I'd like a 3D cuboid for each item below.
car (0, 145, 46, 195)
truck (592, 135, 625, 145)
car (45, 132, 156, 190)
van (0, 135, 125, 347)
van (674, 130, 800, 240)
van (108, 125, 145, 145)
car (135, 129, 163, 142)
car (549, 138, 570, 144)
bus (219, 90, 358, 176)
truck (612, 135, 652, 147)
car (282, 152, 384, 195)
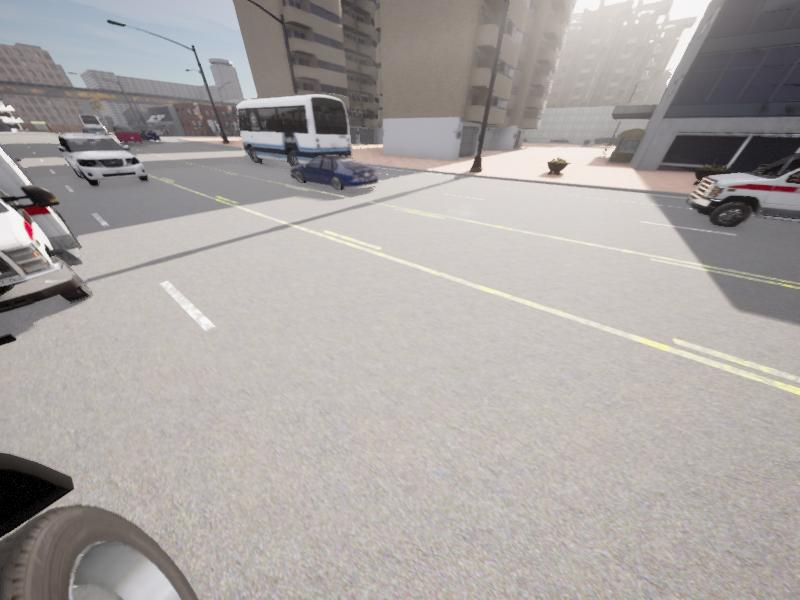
[{"bbox_3d":[-18.468,-5.905,10.343,4.902,1.511,2.128,24,42,28],"label":"car"},{"bbox_3d":[56.721,-43.544,62.921,6.274,2.098,2.390,25,42,29],"label":"truck"},{"bbox_3d":[-15.712,-7.435,12.107,5.566,2.045,2.150,24,42,27],"label":"car"},{"bbox_3d":[-7.729,-1.505,3.803,6.366,2.431,2.351,24,41,28],"label":"van"},{"bbox_3d":[12.507,-2.851,5.935,6.366,2.431,2.351,23,41,29],"label":"van"},{"bbox_3d":[-37.149,-22.456,31.386,4.442,1.987,1.775,25,42,28],"label":"van"},{"bbox_3d":[-39.546,-25.924,36.405,3.633,1.501,1.845,24,42,28],"label":"car"},{"bbox_3d":[45.771,-45.738,66.357,4.718,1.301,1.895,25,42,29],"label":"car"},{"bbox_3d":[-8.521,-12.666,17.713,10.273,4.253,3.944,24,42,28],"label":"bus"},{"bbox_3d":[53.912,-37.097,53.869,6.274,2.098,2.390,25,42,29],"label":"truck"},{"bbox_3d":[-3.593,-6.849,12.261,5.357,1.411,2.033,24,41,28],"label":"car"}]
